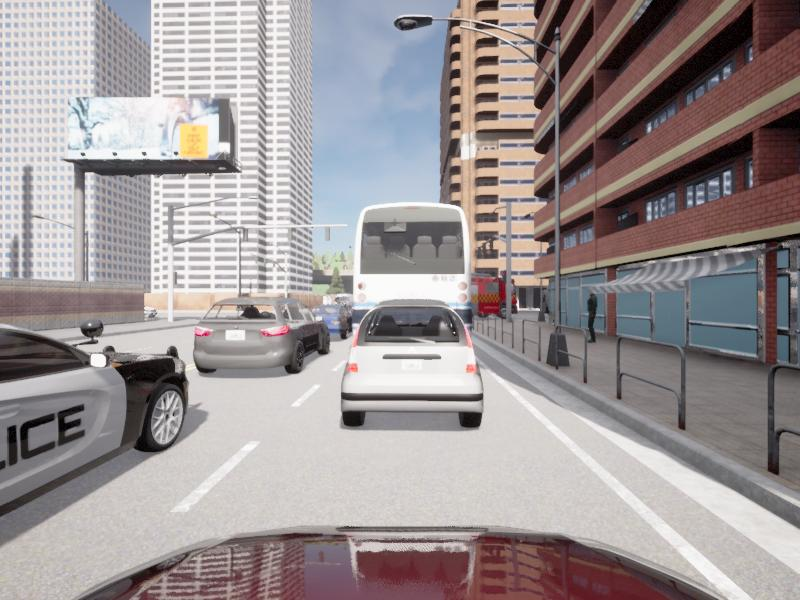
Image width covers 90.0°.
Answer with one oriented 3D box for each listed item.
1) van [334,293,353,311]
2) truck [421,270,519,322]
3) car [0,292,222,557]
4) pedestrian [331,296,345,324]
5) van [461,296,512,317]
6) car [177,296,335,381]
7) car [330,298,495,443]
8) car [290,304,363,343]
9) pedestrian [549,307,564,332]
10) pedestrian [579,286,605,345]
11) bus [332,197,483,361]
[{"bbox_3d":[-8.660,0.322,61.724,1.988,2.561,5.915,0,0,2],"label":"van"},{"bbox_3d":[5.943,-0.321,33.007,8.468,3.827,2.891,0,0,-36],"label":"truck"},{"bbox_3d":[-3.426,0.771,2.773,1.930,1.638,5.238,0,0,2],"label":"car"},{"bbox_3d":[-4.109,0.637,26.629,0.751,1.860,0.751,0,0,7],"label":"pedestrian"},{"bbox_3d":[8.010,0.598,37.506,4.442,1.987,1.775,0,0,2],"label":"van"},{"bbox_3d":[-3.202,0.756,10.151,2.242,1.667,4.611,0,0,2],"label":"car"},{"bbox_3d":[0.191,0.788,6.481,1.851,1.617,3.988,0,0,2],"label":"car"},{"bbox_3d":[-2.979,0.895,17.527,2.033,1.411,5.357,0,0,2],"label":"car"},{"bbox_3d":[7.178,0.882,18.371,0.500,1.100,0.500,0,0,3],"label":"pedestrian"},{"bbox_3d":[6.310,0.485,13.152,0.751,1.860,0.751,0,0,25],"label":"pedestrian"},{"bbox_3d":[0.342,-0.534,15.571,3.944,4.253,10.273,0,0,2],"label":"bus"}]
